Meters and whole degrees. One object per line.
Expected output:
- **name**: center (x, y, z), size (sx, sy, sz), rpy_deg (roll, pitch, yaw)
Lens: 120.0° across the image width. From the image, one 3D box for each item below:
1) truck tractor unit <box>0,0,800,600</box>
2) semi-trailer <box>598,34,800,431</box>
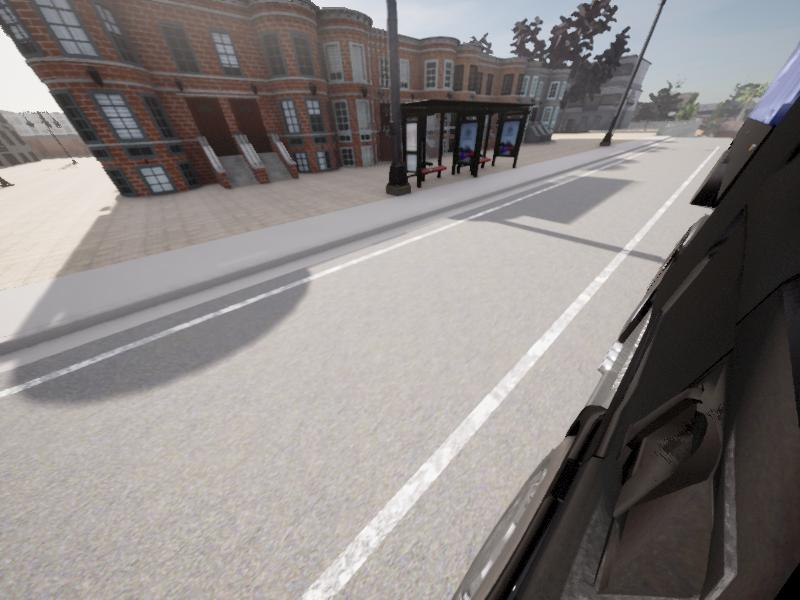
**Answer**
- **truck tractor unit**: center (2.645, -0.295, 0.351), size (6.516, 4.208, 3.053), rpy_deg (-28, 44, -30)
- **semi-trailer**: center (8.650, -3.633, 4.281), size (14.254, 4.402, 2.717), rpy_deg (-29, 45, -30)
